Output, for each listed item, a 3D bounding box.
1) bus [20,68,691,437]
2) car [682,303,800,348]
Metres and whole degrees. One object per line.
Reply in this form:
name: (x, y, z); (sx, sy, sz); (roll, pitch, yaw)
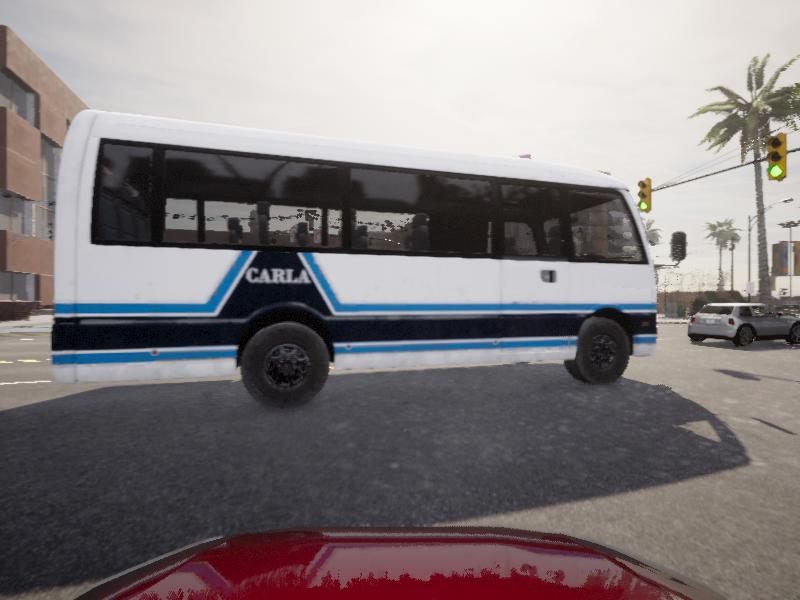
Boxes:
bus: (-0.011, -0.531, 7.957); (10.273, 4.253, 3.944); (0, 0, -16)
car: (12.909, 0.864, 14.885); (3.806, 1.475, 1.970); (0, 0, -15)
